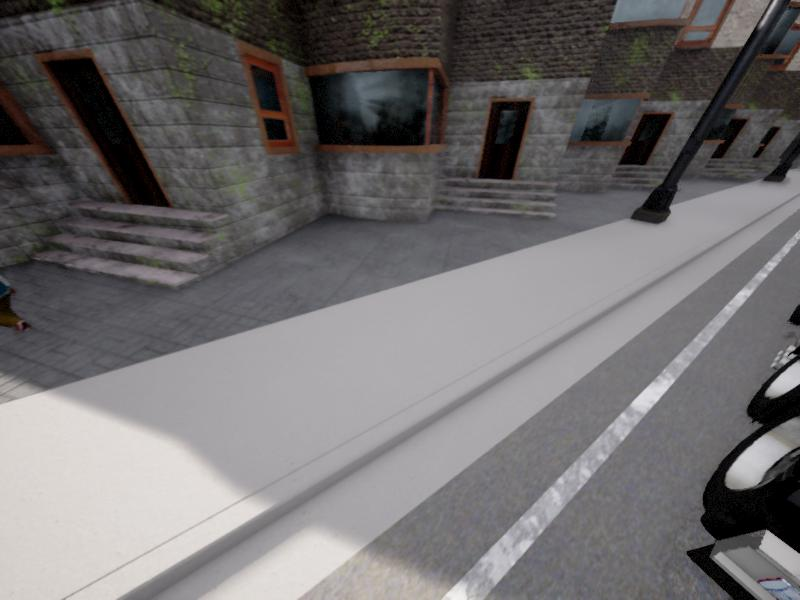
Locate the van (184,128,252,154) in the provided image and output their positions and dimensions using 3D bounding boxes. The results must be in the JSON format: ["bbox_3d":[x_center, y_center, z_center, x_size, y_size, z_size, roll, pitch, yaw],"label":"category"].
[{"bbox_3d":[-22.389,-19.924,28.955,2.351,2.431,6.366,9,36,12],"label":"van"}]

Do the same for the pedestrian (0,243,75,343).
[{"bbox_3d":[-4.838,-0.068,2.739,0.500,1.100,0.500,-3,35,-5],"label":"pedestrian"}]

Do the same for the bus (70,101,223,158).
[{"bbox_3d":[-26.759,-18.796,25.817,3.944,4.253,10.273,9,37,12],"label":"bus"}]

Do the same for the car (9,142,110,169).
[{"bbox_3d":[-26.158,-11.353,17.994,1.970,1.475,3.806,9,37,12],"label":"car"}]

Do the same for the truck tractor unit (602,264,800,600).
[{"bbox_3d":[5.116,-0.293,0.790,6.516,4.208,3.053,-18,39,-24],"label":"truck tractor unit"}]

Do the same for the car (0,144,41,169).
[{"bbox_3d":[-30.249,-10.290,16.655,1.994,1.385,4.181,9,37,12],"label":"car"}]
